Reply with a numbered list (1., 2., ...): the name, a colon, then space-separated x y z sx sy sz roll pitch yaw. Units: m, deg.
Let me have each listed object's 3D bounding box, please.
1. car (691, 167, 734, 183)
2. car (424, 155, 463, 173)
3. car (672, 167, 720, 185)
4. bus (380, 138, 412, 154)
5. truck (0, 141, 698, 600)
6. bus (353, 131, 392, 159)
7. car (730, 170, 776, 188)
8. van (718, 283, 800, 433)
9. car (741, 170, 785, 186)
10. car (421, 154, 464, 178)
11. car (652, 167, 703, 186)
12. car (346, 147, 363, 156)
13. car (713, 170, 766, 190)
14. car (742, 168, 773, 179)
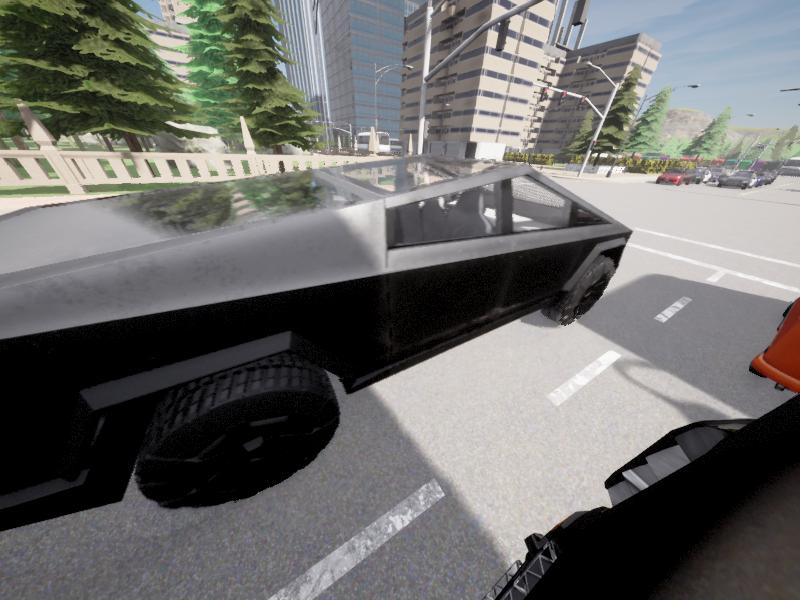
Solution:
1. car: 40.867 -16.376 30.196 4.856 1.649 2.033 -16 38 -26
2. car: 4.913 -15.962 27.017 1.812 1.442 4.674 -16 38 -26
3. car: 34.845 -14.621 27.187 4.974 1.542 2.038 -16 38 -26
4. bus: -1.482 -53.515 80.383 10.273 4.253 3.944 -16 38 -26
5. truck: 0.204 -0.505 2.818 6.274 2.098 2.390 -16 38 -26
6. bus: -5.876 -31.680 47.309 3.944 4.253 10.273 -16 38 -26
7. car: 41.715 -14.339 27.288 4.514 1.525 2.007 -16 38 -26
8. van: 6.092 0.114 2.434 4.442 1.987 1.775 -15 38 -25
9. car: 47.227 -15.904 30.073 4.902 1.511 2.128 -16 38 -26
10. car: 3.993 -13.002 22.347 1.851 1.617 3.988 -14 37 -24
11. car: 29.418 -13.113 24.512 4.514 1.525 2.007 -15 37 -25
12. car: -10.940 -35.663 55.395 2.128 1.511 4.902 -16 38 -26
13. car: 35.672 -12.620 24.239 4.974 1.542 2.038 -16 38 -26
14. car: 68.048 -24.085 43.935 4.611 1.667 2.242 -16 38 -26
